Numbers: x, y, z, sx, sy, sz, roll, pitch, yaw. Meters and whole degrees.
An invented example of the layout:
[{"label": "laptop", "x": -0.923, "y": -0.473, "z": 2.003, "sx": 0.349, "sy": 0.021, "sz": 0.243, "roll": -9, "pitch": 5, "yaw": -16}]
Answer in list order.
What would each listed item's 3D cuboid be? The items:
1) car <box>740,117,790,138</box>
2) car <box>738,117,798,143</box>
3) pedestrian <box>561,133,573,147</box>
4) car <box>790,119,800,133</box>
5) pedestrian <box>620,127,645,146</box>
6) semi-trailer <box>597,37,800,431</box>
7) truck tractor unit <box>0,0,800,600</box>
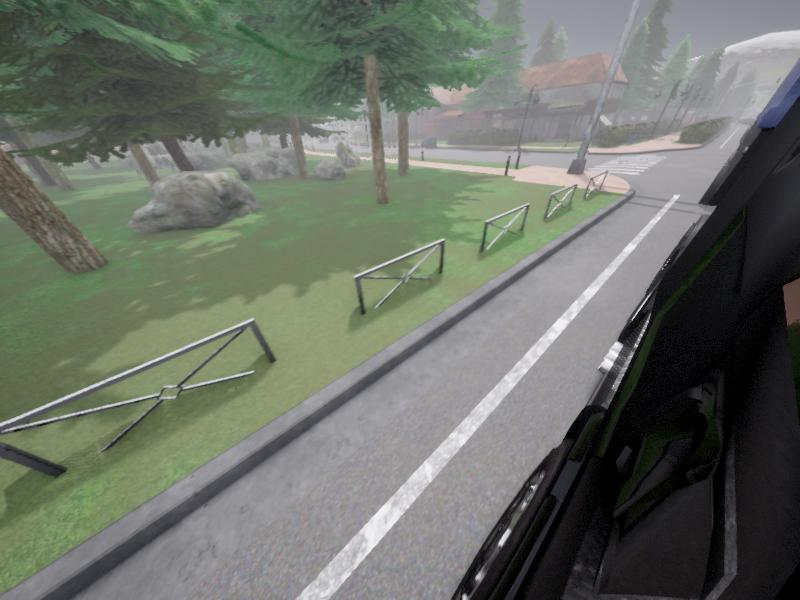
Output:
[{"label": "car", "x": 36.911, "y": -17.509, "z": 23.471, "sx": 4.902, "sy": 1.511, "sz": 2.128, "roll": -28, "pitch": 44, "yaw": -30}, {"label": "car", "x": 31.699, "y": -14.772, "z": 20.042, "sx": 4.856, "sy": 1.649, "sz": 2.033, "roll": -28, "pitch": 44, "yaw": -30}, {"label": "pedestrian", "x": 16.191, "y": -15.487, "z": 22.412, "sx": 0.500, "sy": 1.100, "sz": 0.500, "roll": -25, "pitch": 42, "yaw": -27}, {"label": "car", "x": 46.388, "y": -19.875, "z": 25.950, "sx": 3.988, "sy": 1.617, "sz": 1.851, "roll": -28, "pitch": 44, "yaw": -30}, {"label": "pedestrian", "x": 19.906, "y": -14.041, "z": 19.799, "sx": 0.751, "sy": 1.300, "sz": 0.751, "roll": 0, "pitch": 37, "yaw": 4}, {"label": "semi-trailer", "x": 8.719, "y": -3.589, "z": 4.211, "sx": 14.254, "sy": 4.402, "sz": 2.717, "roll": -28, "pitch": 43, "yaw": -30}, {"label": "truck tractor unit", "x": 2.645, "y": -0.295, "z": 0.351, "sx": 6.516, "sy": 4.208, "sz": 3.053, "roll": -28, "pitch": 44, "yaw": -30}]
